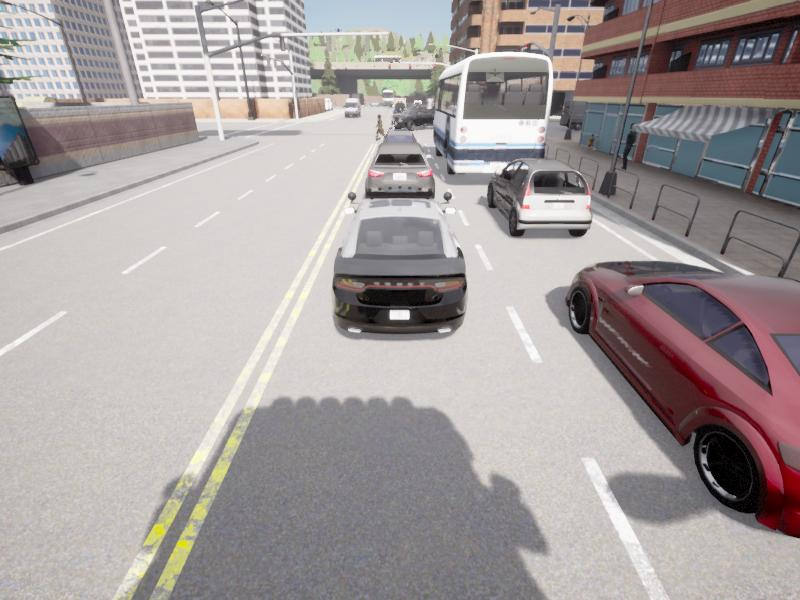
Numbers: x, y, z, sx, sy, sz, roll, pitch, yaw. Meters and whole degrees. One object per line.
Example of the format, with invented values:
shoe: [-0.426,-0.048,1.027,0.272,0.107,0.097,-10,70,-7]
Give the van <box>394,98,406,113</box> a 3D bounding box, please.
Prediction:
van: [0.000,-38.270,78.527,2.351,2.431,6.366,0,27,0]

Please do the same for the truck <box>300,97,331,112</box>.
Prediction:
truck: [-16.169,-37.549,76.782,5.204,2.467,2.615,0,27,0]

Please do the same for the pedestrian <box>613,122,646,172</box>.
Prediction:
pedestrian: [9.418,-6.304,16.484,0.751,1.860,0.751,11,29,21]

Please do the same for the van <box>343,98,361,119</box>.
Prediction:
van: [-7.006,-28.411,59.203,1.988,2.561,5.915,0,27,0]

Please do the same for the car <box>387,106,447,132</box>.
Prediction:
car: [1.666,-17.270,38.032,5.566,2.045,2.150,-22,34,-35]

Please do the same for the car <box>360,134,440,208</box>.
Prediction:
car: [0.001,-4.562,13.684,2.242,1.667,4.611,0,27,0]

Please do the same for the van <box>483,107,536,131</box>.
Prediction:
van: [10.385,-17.341,38.238,4.442,1.987,1.775,0,27,0]

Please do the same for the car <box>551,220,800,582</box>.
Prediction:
car: [3.521,0.390,4.367,1.994,1.385,4.181,-1,27,-2]

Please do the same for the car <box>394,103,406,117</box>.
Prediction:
car: [-0.001,-30.142,63.286,1.905,1.878,3.866,0,27,0]

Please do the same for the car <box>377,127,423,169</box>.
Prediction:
car: [0.002,-7.808,20.313,2.033,1.411,5.357,0,27,0]

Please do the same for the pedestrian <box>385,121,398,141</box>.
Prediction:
pedestrian: [-0.635,-12.236,28.989,0.751,1.300,0.751,-6,28,-12]

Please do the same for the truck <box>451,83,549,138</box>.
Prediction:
truck: [8.455,-16.077,33.762,8.468,3.827,2.891,-19,33,-33]

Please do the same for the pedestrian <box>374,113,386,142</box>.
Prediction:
pedestrian: [-1.401,-12.176,28.259,0.751,1.860,0.751,3,27,5]

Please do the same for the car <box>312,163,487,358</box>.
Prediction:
car: [-0.002,-1.179,7.124,1.930,1.638,5.238,0,27,0]

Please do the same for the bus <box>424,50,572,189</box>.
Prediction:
bus: [3.380,-8.232,18.009,3.944,4.253,10.273,0,27,0]

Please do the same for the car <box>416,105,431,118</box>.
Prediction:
car: [3.509,-28.528,60.431,2.033,1.649,4.856,0,27,0]

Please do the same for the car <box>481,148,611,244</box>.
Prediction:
car: [3.503,-2.905,10.526,1.851,1.617,3.988,0,27,0]

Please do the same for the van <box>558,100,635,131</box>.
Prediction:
van: [18.499,-17.529,37.997,5.915,2.561,1.988,0,27,0]

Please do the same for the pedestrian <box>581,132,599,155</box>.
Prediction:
pedestrian: [10.128,-8.344,21.329,0.500,1.100,0.500,1,27,2]

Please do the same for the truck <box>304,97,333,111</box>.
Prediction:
truck: [-16.174,-39.142,79.886,5.204,2.467,2.615,0,27,0]
